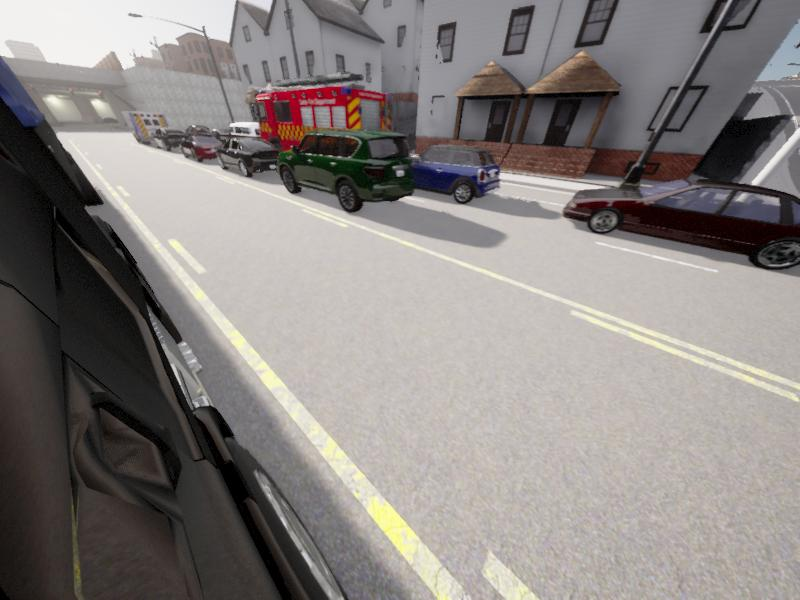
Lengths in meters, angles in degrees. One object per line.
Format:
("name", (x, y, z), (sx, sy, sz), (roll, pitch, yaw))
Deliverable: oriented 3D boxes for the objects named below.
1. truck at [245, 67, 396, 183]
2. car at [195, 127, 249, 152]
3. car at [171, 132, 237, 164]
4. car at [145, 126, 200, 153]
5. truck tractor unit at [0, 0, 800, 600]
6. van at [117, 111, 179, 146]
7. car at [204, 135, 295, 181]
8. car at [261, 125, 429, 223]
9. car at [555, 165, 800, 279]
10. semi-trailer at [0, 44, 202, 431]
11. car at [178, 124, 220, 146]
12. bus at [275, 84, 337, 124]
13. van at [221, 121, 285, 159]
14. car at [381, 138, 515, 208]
("truck", (-4.393, -9.300, 12.567), (8.468, 3.827, 2.891), (28, 44, 30))
("car", (-16.038, -14.533, 20.816), (4.902, 1.511, 2.128), (28, 44, 30))
("car", (-12.751, -9.972, 15.045), (4.181, 1.385, 1.994), (29, 45, 31))
("car", (-18.534, -13.112, 18.800), (4.892, 1.490, 1.837), (28, 44, 30))
("truck tractor unit", (-2.645, -0.295, 0.352), (6.516, 4.208, 3.053), (28, 44, 30))
("van", (-24.411, -16.619, 22.367), (6.366, 2.431, 2.351), (28, 44, 30))
("car", (-7.679, -7.345, 11.724), (4.892, 1.490, 1.837), (28, 44, 30))
("car", (-2.032, -4.572, 7.884), (5.566, 2.045, 2.150), (28, 44, 30))
("car", (7.269, -2.129, 5.694), (5.357, 1.411, 2.033), (26, 43, 28))
("semi-trailer", (-8.708, -3.589, 4.231), (14.254, 4.402, 2.717), (28, 44, 30))
("car", (-20.771, -17.095, 23.885), (3.988, 1.617, 1.851), (28, 44, 30))
("bus", (-18.136, -38.689, 45.554), (3.944, 4.253, 10.273), (28, 58, 29))
("van", (-11.104, -12.131, 17.451), (4.480, 2.038, 2.069), (28, 44, 30))
("car", (1.649, -5.258, 9.211), (4.553, 1.767, 2.097), (28, 44, 30))
